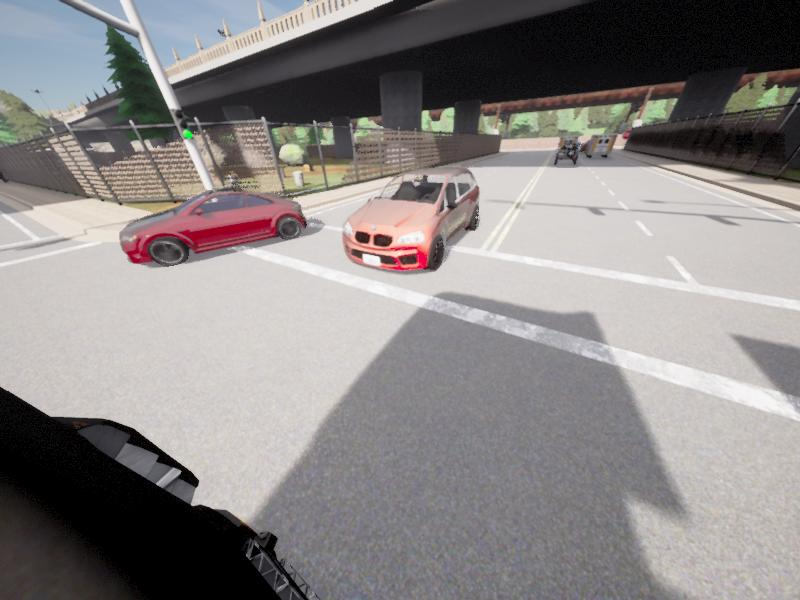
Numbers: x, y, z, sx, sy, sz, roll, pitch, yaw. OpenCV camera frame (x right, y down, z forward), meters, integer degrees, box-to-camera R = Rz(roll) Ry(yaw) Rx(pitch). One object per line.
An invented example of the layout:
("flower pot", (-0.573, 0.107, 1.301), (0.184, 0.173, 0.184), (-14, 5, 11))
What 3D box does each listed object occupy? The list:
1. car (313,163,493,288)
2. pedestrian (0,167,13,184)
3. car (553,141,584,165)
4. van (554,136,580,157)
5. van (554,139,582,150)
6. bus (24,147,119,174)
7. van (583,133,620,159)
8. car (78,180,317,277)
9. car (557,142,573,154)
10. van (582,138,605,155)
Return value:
("car", (0.558, -2.329, 5.861), (2.242, 1.667, 4.611), (16, 38, 26))
("pedestrian", (-45.029, -14.170, 25.959), (0.751, 1.860, 0.751), (18, 39, 27))
("car", (17.604, -15.495, 24.272), (1.932, 1.855, 4.605), (16, 38, 26))
("van", (25.594, -23.694, 35.521), (2.351, 2.431, 6.366), (16, 38, 26))
("van", (38.257, -35.437, 52.657), (4.442, 1.987, 1.775), (-3, 34, 0))
("bus", (-68.282, -29.430, 48.552), (3.944, 4.253, 10.273), (16, 38, 26))
("van", (25.638, -19.837, 29.749), (2.351, 2.431, 6.366), (16, 38, 26))
("car", (-4.831, -2.235, 6.323), (4.181, 1.385, 1.994), (-24, 39, -30))
("car", (29.366, -27.096, 41.103), (1.851, 1.617, 3.988), (16, 38, 26))
("van", (29.531, -23.528, 35.414), (1.775, 1.987, 4.442), (16, 38, 26))
